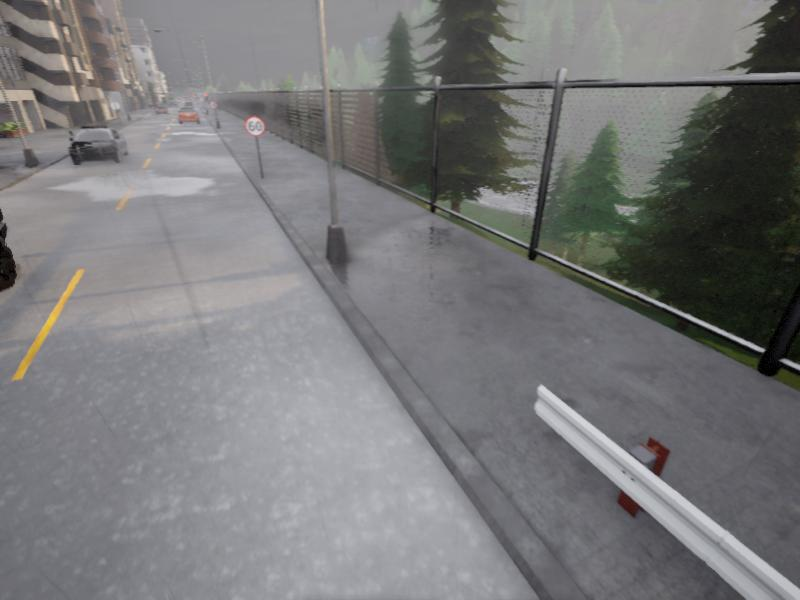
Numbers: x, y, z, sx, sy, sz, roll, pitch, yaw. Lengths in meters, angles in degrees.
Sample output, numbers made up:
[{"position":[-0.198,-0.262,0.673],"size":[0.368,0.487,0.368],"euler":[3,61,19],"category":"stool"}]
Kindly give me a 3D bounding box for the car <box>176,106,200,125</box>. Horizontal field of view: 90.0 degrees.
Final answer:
[{"position":[-24.282,-21.241,45.874],"size":[2.097,1.767,4.553],"euler":[-12,30,-22],"category":"car"}]

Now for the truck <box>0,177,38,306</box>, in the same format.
[{"position":[-7.005,-0.141,4.563],"size":[2.390,2.098,6.274],"euler":[-12,30,-22],"category":"truck"}]

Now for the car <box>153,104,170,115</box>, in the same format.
[{"position":[-38.427,-30.666,64.433],"size":[1.845,1.501,3.633],"euler":[-12,30,-22],"category":"car"}]

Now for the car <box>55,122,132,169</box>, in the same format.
[{"position":[-15.112,-7.879,20.086],"size":[1.930,1.638,5.238],"euler":[-12,30,-22],"category":"car"}]
